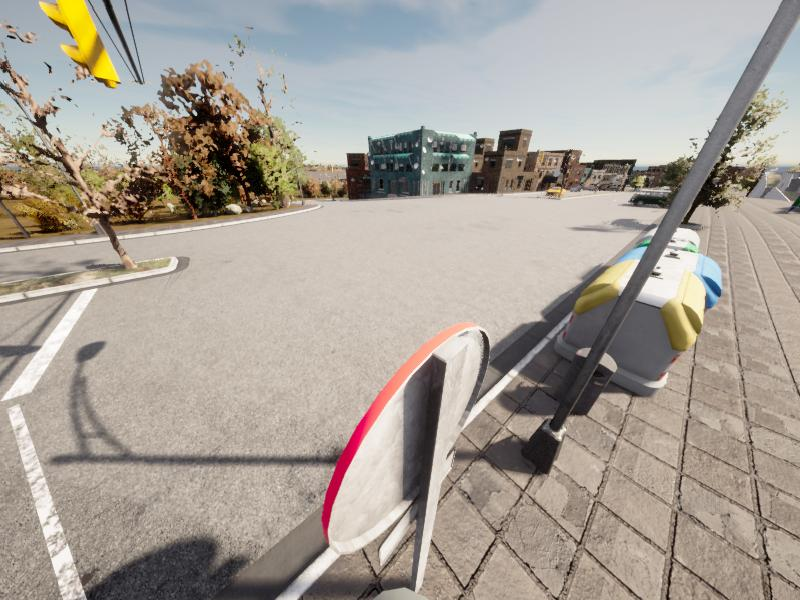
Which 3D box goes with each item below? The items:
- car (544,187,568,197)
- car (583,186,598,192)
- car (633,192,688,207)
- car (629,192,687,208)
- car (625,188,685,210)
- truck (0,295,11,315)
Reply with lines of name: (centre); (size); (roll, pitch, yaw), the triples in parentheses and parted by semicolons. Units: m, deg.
car: (29.044, -20.186, 42.979); (5.008, 1.535, 1.882); (-21, 36, -35)
car: (53.604, -31.248, 64.943); (4.181, 1.385, 1.994); (-20, 36, -35)
car: (36.754, -14.328, 32.812); (4.674, 1.452, 2.002); (17, 33, 25)
car: (34.472, -13.468, 31.109); (4.674, 1.452, 2.002); (17, 32, 25)
car: (32.099, -12.864, 29.311); (4.442, 1.987, 1.878); (17, 33, 25)
truck: (-13.786, 0.464, 4.556); (5.204, 2.467, 2.627); (-23, 37, -34)
